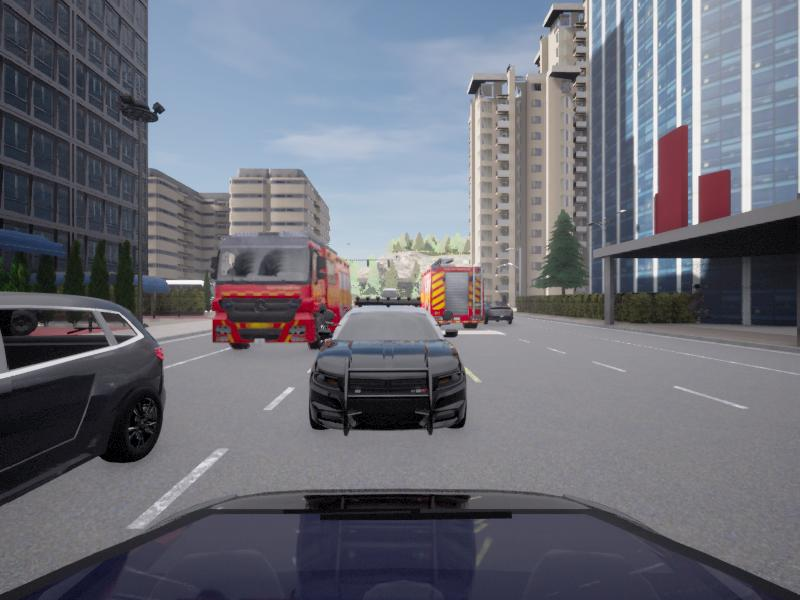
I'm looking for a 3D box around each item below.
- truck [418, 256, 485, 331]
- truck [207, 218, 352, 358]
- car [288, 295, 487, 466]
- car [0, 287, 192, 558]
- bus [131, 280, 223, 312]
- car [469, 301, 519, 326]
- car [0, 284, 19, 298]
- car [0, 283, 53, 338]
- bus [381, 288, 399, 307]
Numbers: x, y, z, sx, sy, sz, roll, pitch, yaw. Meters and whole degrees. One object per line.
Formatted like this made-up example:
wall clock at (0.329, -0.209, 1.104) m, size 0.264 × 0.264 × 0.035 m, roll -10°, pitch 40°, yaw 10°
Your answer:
truck at (2.854, -0.321, 24.811) m, size 2.891 × 3.827 × 8.468 m, roll 0°, pitch 0°, yaw -1°
truck at (-3.802, -0.319, 15.186) m, size 2.891 × 3.827 × 8.468 m, roll 0°, pitch 0°, yaw 1°
car at (-0.189, 0.771, 6.483) m, size 1.930 × 1.638 × 5.238 m, roll 0°, pitch 0°, yaw -2°
car at (-3.586, 0.756, 2.516) m, size 2.242 × 1.667 × 4.611 m, roll 0°, pitch 0°, yaw -1°
bus at (-30.152, -0.534, 54.400) m, size 10.273 × 4.253 × 3.944 m, roll 0°, pitch 0°, yaw -1°
car at (6.286, 0.836, 27.390) m, size 2.128 × 1.511 × 4.902 m, roll 0°, pitch 0°, yaw -2°
car at (-16.357, -0.347, 15.659) m, size 1.750 × 0.535 × 1.642 m, roll 0°, pitch 0°, yaw 29°
car at (-17.017, 0.402, 14.472) m, size 2.390 × 2.098 × 6.274 m, roll 0°, pitch 0°, yaw 29°
bus at (-2.229, -0.539, 92.171) m, size 3.944 × 4.253 × 10.273 m, roll 0°, pitch 0°, yaw -1°
